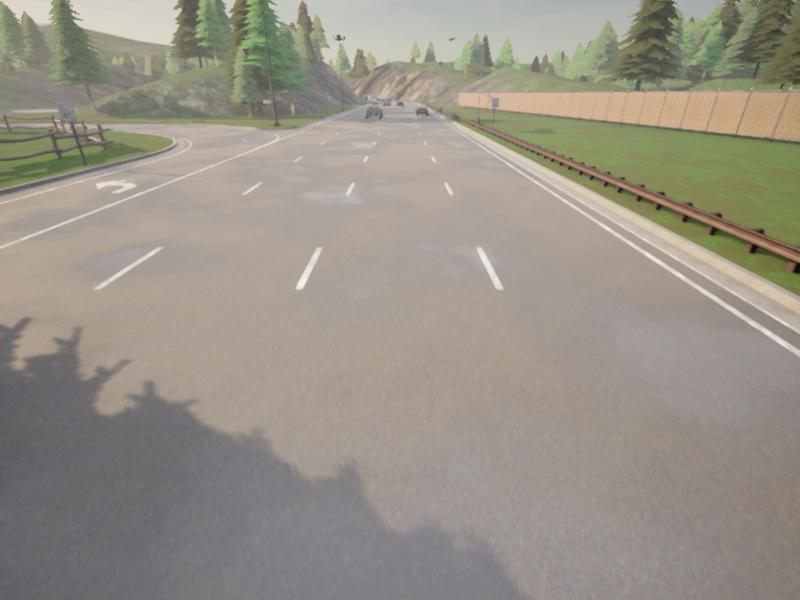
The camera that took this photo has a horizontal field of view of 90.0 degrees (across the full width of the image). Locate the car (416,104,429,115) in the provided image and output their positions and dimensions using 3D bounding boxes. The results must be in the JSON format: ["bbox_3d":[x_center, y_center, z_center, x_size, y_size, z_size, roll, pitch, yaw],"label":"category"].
[{"bbox_3d":[3.489,-30.456,64.049,1.812,1.442,4.674,0,27,0],"label":"car"}]

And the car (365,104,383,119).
[{"bbox_3d":[-3.511,-26.078,55.345,2.152,1.651,5.027,0,27,0],"label":"car"}]
